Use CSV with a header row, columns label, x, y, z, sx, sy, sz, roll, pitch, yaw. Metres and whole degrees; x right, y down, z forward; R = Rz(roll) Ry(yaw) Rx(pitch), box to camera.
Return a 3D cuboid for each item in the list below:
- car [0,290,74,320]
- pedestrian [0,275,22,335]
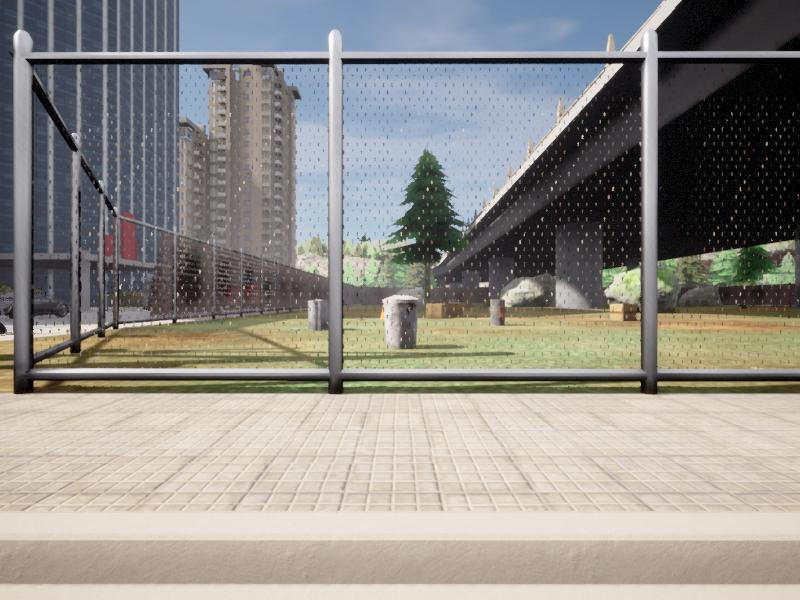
label,x,y,z,sx,sy,sz,roll,pitch,yaw
car,-19.462,0.251,20.597,1.994,1.385,4.181,0,0,-1
pedestrian,-9.035,0.109,8.810,0.751,1.300,0.751,0,0,16
